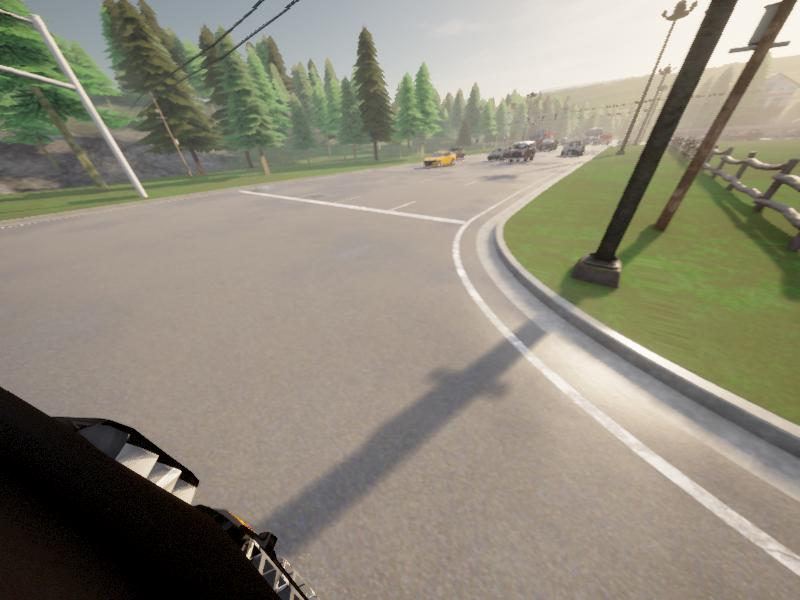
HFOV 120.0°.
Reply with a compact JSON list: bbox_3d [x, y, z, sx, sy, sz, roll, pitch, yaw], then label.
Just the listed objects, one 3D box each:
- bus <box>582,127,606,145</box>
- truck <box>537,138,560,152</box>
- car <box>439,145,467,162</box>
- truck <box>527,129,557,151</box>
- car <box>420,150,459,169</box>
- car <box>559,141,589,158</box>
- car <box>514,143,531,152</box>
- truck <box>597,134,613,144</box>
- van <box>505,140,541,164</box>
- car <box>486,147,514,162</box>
[{"bbox_3d":[61.366,-51.824,72.959,3.944,4.253,10.273,22,41,33],"label":"bus"},{"bbox_3d":[30.343,-31.638,47.107,2.390,2.098,6.274,23,41,33],"label":"truck"},{"bbox_3d":[7.852,-21.484,33.874,1.932,1.855,4.605,22,41,33],"label":"car"},{"bbox_3d":[33.017,-37.257,53.761,2.891,3.827,8.468,26,43,36],"label":"truck"},{"bbox_3d":[4.481,-15.815,25.944,1.882,1.535,5.008,22,41,33],"label":"car"},{"bbox_3d":[23.270,-20.199,30.890,2.242,1.667,4.611,22,41,33],"label":"car"},{"bbox_3d":[29.404,-36.718,55.495,2.152,1.651,5.027,22,41,33],"label":"car"},{"bbox_3d":[60.873,-47.719,68.449,2.627,2.467,5.204,22,41,33],"label":"truck"},{"bbox_3d":[13.754,-16.570,25.873,2.069,2.038,4.480,22,41,33],"label":"van"},{"bbox_3d":[12.904,-18.792,29.790,1.816,1.474,4.193,22,41,33],"label":"car"}]
